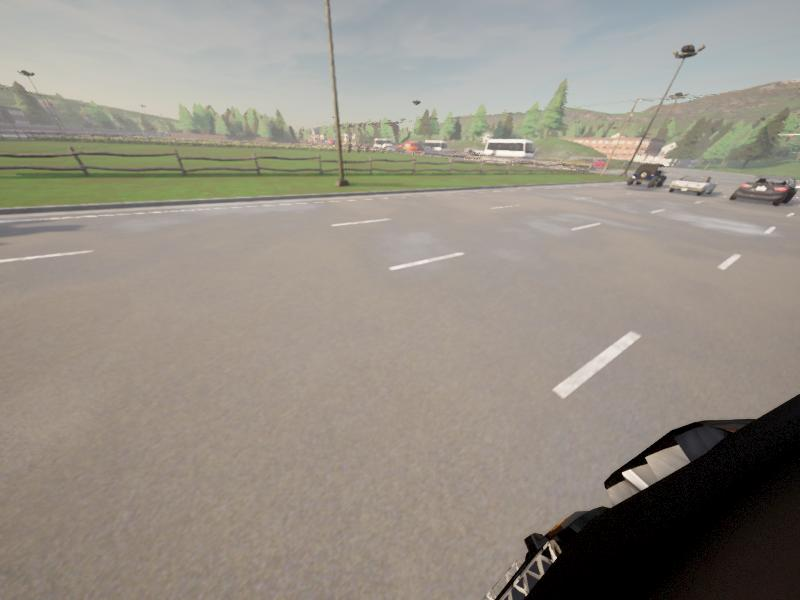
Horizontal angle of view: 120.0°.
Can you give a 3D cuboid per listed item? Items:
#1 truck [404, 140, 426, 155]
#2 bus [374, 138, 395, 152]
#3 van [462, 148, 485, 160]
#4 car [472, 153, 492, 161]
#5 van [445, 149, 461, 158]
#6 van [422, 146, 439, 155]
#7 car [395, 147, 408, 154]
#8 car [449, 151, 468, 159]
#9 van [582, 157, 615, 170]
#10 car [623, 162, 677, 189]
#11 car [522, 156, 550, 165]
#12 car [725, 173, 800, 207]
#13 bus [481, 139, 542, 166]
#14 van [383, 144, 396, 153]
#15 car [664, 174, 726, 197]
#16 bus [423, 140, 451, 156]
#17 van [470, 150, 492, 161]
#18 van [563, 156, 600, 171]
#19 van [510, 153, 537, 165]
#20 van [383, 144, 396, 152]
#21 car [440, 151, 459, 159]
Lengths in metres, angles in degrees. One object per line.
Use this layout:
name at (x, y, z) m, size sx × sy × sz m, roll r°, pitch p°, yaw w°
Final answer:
truck at (4.935, -50.901, 77.095) m, size 2.891 × 3.827 × 8.468 m, roll -17°, pitch 38°, yaw -27°
bus at (-6.432, -62.105, 92.569) m, size 3.944 × 4.253 × 10.273 m, roll -17°, pitch 38°, yaw -27°
van at (19.919, -39.769, 62.762) m, size 1.988 × 2.561 × 5.915 m, roll -17°, pitch 38°, yaw -27°
car at (22.891, -40.145, 64.684) m, size 2.152 × 1.651 × 5.027 m, roll -17°, pitch 38°, yaw -27°
van at (15.616, -43.634, 68.737) m, size 1.775 × 1.987 × 4.442 m, roll -17°, pitch 38°, yaw -27°
van at (10.540, -52.446, 81.118) m, size 2.351 × 2.431 × 6.366 m, roll -17°, pitch 38°, yaw -27°
car at (0.474, -50.563, 77.993) m, size 1.932 × 1.855 × 4.605 m, roll -17°, pitch 38°, yaw -27°
car at (15.844, -39.444, 62.919) m, size 1.837 × 1.490 × 4.892 m, roll -17°, pitch 38°, yaw -27°
van at (40.114, -27.698, 46.849) m, size 1.775 × 1.987 × 4.442 m, roll -17°, pitch 38°, yaw -27°
car at (23.399, -11.692, 21.628) m, size 3.866 × 1.878 × 1.905 m, roll -17°, pitch 38°, yaw -27°
car at (31.276, -32.177, 53.304) m, size 2.163 × 1.488 × 4.792 m, roll -17°, pitch 38°, yaw -27°
car at (25.733, -7.763, 16.131) m, size 4.611 × 1.667 × 2.242 m, roll -14°, pitch 37°, yaw -24°
bus at (22.542, -30.600, 47.746) m, size 3.944 × 4.253 × 10.273 m, roll -17°, pitch 38°, yaw -27°
van at (-3.923, -55.077, 83.761) m, size 1.988 × 2.561 × 5.915 m, roll -17°, pitch 38°, yaw -27°
car at (23.820, -9.299, 18.616) m, size 4.718 × 1.301 × 1.895 m, roll -16°, pitch 38°, yaw -27°
bus at (12.983, -54.796, 83.188) m, size 3.944 × 4.253 × 10.273 m, roll -17°, pitch 38°, yaw -27°
van at (19.998, -35.700, 57.169) m, size 2.069 × 2.038 × 4.480 m, roll -17°, pitch 38°, yaw -27°
van at (32.038, -24.169, 40.919) m, size 1.775 × 1.987 × 4.442 m, roll -17°, pitch 39°, yaw -27°
van at (27.814, -31.976, 52.223) m, size 2.069 × 2.038 × 4.480 m, roll -17°, pitch 38°, yaw -27°
van at (-4.315, -62.910, 95.588) m, size 2.351 × 2.431 × 6.366 m, roll -17°, pitch 38°, yaw -27°
car at (12.990, -38.433, 61.146) m, size 2.242 × 1.667 × 4.611 m, roll -17°, pitch 38°, yaw -27°
